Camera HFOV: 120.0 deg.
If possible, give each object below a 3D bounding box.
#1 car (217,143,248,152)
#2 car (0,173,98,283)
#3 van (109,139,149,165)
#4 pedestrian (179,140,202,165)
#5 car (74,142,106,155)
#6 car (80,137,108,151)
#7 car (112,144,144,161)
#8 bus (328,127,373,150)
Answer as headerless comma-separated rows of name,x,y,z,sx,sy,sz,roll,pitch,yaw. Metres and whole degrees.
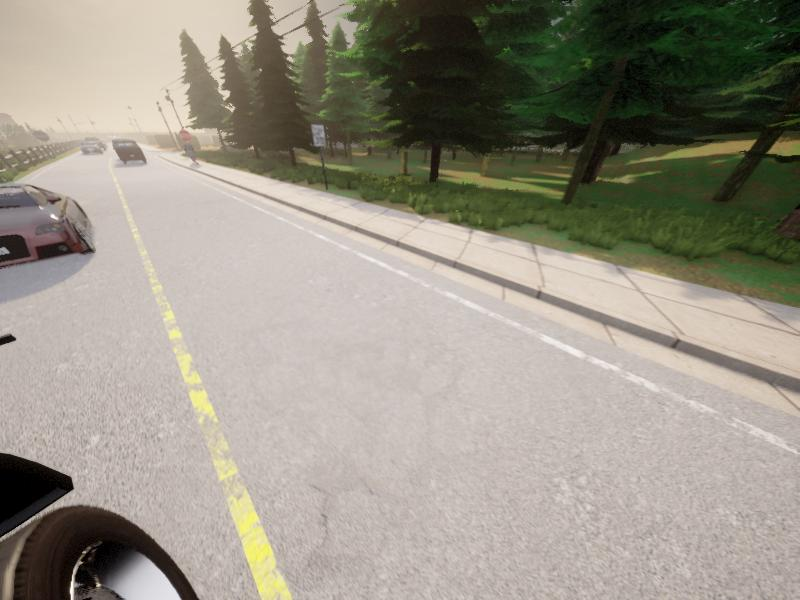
car,-31.855,-29.220,44.151,1.994,1.385,4.181,27,43,32
car,-8.833,-1.809,5.226,4.181,1.385,1.994,29,44,34
van,-26.994,-14.805,23.010,4.442,1.987,1.775,29,44,35
pedestrian,-18.504,-13.048,20.418,0.751,1.860,0.751,28,43,33
car,-44.834,-22.011,33.500,4.902,1.511,2.128,30,44,35
car,-56.099,-28.721,42.466,5.566,2.045,2.150,30,45,35
car,-31.419,-17.142,26.722,1.837,1.490,4.892,-29,44,-35
bus,-12.005,-39.993,57.295,3.944,4.253,10.273,28,43,33
